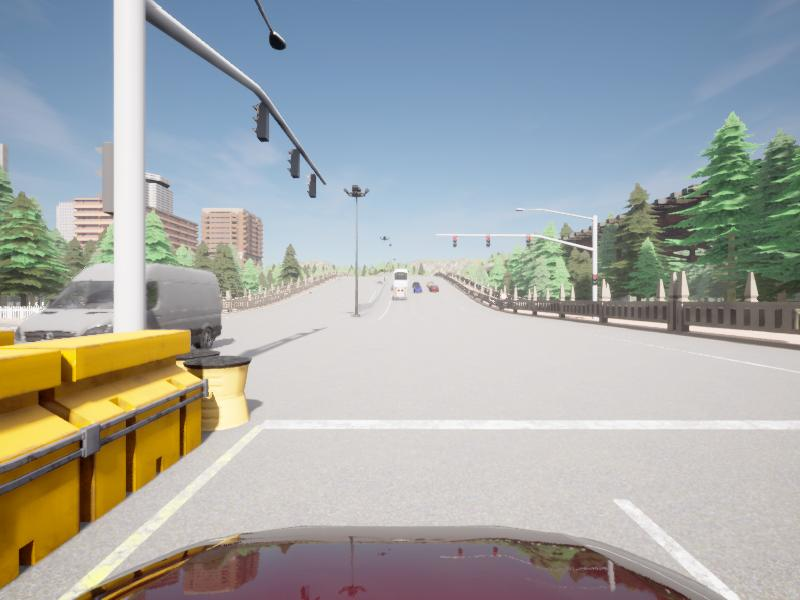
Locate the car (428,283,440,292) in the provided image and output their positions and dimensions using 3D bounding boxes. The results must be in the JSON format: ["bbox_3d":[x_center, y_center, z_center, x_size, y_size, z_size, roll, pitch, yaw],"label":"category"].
[{"bbox_3d":[7.190,-2.723,85.605,2.163,1.488,4.792,0,7,0],"label":"car"}]

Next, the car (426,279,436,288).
[{"bbox_3d":[7.239,-3.855,94.276,1.801,1.575,5.366,0,7,0],"label":"car"}]

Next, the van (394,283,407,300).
[{"bbox_3d":[0.117,-1.545,72.543,2.351,2.431,6.366,0,7,0],"label":"van"}]

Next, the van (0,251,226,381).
[{"bbox_3d":[-7.004,0.321,10.835,1.988,2.561,5.915,0,0,0],"label":"van"}]

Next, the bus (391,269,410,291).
[{"bbox_3d":[0.093,-4.675,89.981,3.944,4.253,10.273,0,7,0],"label":"bus"}]
